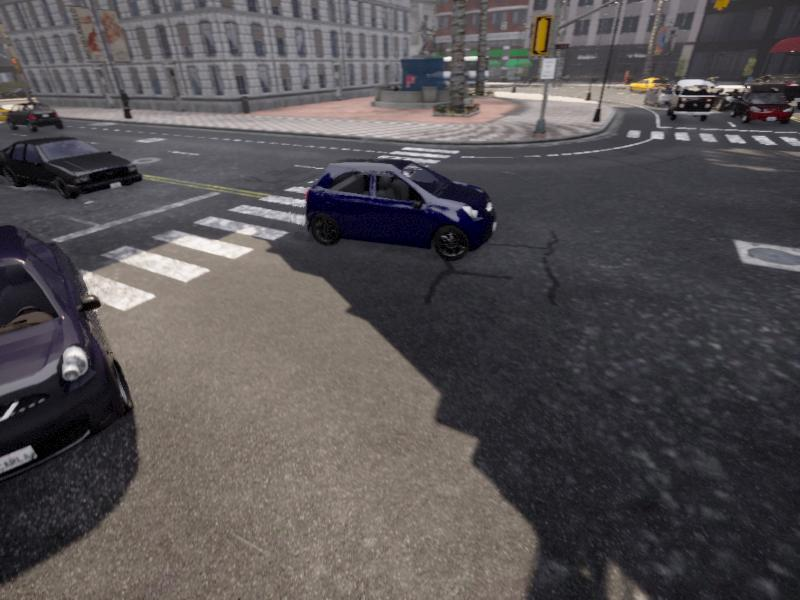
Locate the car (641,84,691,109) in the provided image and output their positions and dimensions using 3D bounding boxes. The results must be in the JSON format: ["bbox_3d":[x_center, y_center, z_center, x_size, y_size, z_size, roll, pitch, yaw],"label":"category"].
[{"bbox_3d":[20.312,-15.693,30.736,1.845,1.501,3.633,5,31,10],"label":"car"}]

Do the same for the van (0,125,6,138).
[{"bbox_3d":[-24.680,-10.145,22.395,4.442,1.987,1.775,14,34,25],"label":"van"}]

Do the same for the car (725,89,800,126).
[{"bbox_3d":[20.636,-11.049,22.806,2.163,1.488,4.792,12,33,22],"label":"car"}]

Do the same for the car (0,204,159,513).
[{"bbox_3d":[-4.219,0.306,4.176,1.845,1.501,3.633,-24,37,-34],"label":"car"}]

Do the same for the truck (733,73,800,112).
[{"bbox_3d":[26.961,-14.926,28.615,2.390,2.098,6.274,7,31,14],"label":"truck"}]

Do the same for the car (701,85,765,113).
[{"bbox_3d":[22.942,-13.989,27.770,1.970,1.475,3.806,7,31,14],"label":"car"}]

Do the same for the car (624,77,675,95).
[{"bbox_3d":[27.206,-23.538,43.897,1.801,1.575,5.366,-4,30,-5],"label":"car"}]

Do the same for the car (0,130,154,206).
[{"bbox_3d":[-10.394,-4.196,12.258,5.357,1.411,2.033,14,34,25],"label":"car"}]

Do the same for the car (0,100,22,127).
[{"bbox_3d":[-29.388,-13.183,28.181,5.366,1.575,1.801,14,34,25],"label":"car"}]

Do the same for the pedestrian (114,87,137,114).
[{"bbox_3d":[-22.080,-16.048,32.203,0.751,1.860,0.751,20,36,32],"label":"pedestrian"}]

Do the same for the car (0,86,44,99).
[{"bbox_3d":[-57.733,-31.483,60.705,2.163,1.488,4.792,14,34,25],"label":"car"}]

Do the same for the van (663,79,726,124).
[{"bbox_3d":[17.393,-11.962,23.934,2.069,2.038,4.480,13,33,22],"label":"van"}]

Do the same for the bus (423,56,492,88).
[{"bbox_3d":[9.184,-37.164,65.269,10.273,4.253,3.944,19,36,30],"label":"bus"}]

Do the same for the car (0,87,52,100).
[{"bbox_3d":[-54.996,-30.327,58.710,2.033,1.411,5.357,14,34,25],"label":"car"}]

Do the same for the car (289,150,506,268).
[{"bbox_3d":[0.032,-1.915,7.831,3.633,1.501,1.845,9,32,17],"label":"car"}]

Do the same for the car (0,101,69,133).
[{"bbox_3d":[-23.201,-11.582,25.236,3.705,1.549,1.789,15,34,25],"label":"car"}]
